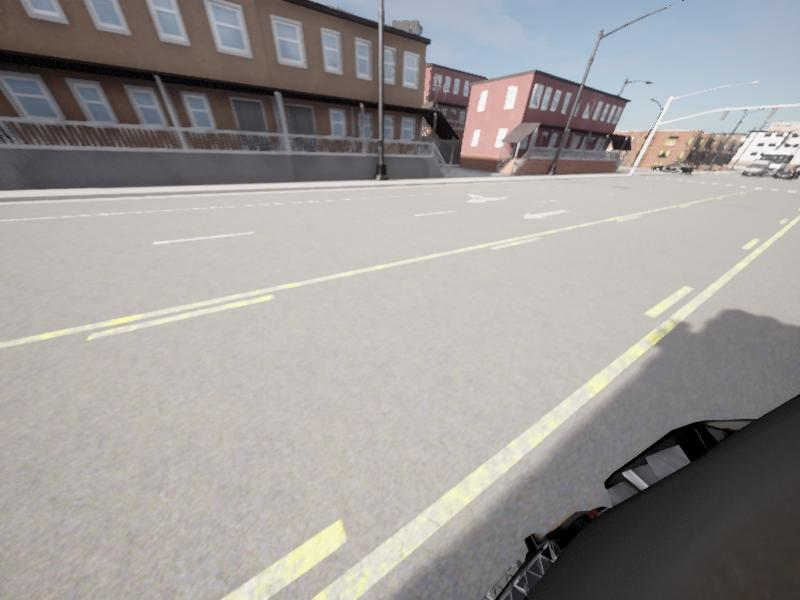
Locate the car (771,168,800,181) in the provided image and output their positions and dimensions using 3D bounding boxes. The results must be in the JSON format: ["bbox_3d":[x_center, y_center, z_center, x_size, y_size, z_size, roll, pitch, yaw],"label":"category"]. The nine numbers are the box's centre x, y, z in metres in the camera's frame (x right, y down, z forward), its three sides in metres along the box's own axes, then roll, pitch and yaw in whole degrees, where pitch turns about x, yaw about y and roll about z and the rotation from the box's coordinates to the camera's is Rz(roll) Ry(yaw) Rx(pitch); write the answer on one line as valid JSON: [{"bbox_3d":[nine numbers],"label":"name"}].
[{"bbox_3d":[64.855,-21.094,38.800,3.988,1.617,1.851,-16,38,-26],"label":"car"}]

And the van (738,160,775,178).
[{"bbox_3d":[63.902,-23.507,41.370,5.915,2.561,1.988,-16,38,-26],"label":"van"}]

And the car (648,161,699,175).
[{"bbox_3d":[46.940,-22.762,39.821,1.930,1.638,5.238,-12,37,-22],"label":"car"}]

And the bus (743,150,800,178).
[{"bbox_3d":[74.250,-27.082,45.964,10.273,4.253,3.944,-16,38,-26],"label":"bus"}]
